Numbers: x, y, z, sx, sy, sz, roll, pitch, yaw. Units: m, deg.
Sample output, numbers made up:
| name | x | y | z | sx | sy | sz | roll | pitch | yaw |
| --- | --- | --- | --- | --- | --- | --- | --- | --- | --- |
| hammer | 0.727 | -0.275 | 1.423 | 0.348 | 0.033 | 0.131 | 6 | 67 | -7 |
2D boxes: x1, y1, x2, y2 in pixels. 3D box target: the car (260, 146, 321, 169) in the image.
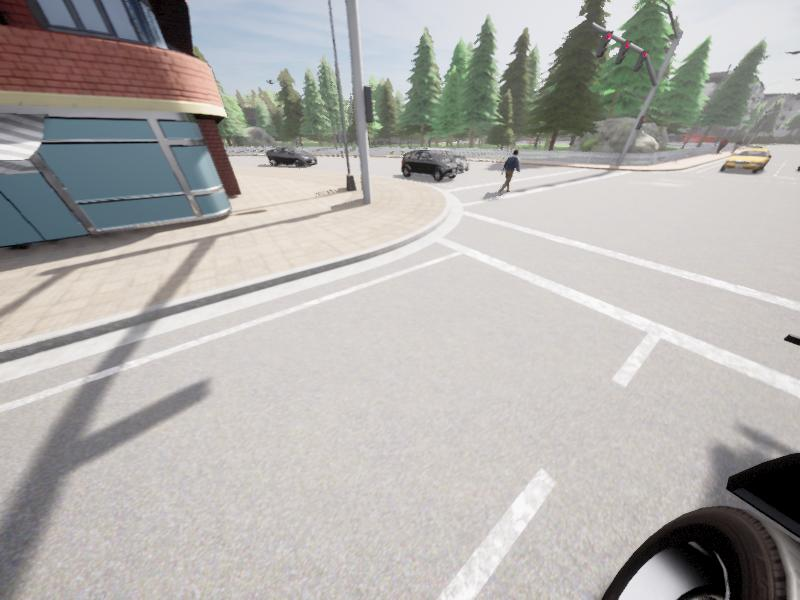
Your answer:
| name | x | y | z | sx | sy | sz | roll | pitch | yaw |
| --- | --- | --- | --- | --- | --- | --- | --- | --- | --- |
| car | -9.835 | -12.965 | 20.944 | 4.514 | 1.525 | 2.007 | 12 | 37 | 16 |

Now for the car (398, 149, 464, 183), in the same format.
| name | x | y | z | sx | sy | sz | roll | pitch | yaw |
| --- | --- | --- | --- | --- | --- | --- | --- | --- | --- |
| car | 1.846 | -8.585 | 14.639 | 3.705 | 1.549 | 1.789 | 28 | 44 | 34 |

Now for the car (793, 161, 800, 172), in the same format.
| name | x | y | z | sx | sy | sz | roll | pitch | yaw |
| --- | --- | --- | --- | --- | --- | --- | --- | --- | --- |
| car | 32.417 | -10.614 | 17.494 | 4.792 | 1.488 | 2.163 | -22 | 41 | -28 |

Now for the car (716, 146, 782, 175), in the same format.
| name | x | y | z | sx | sy | sz | roll | pitch | yaw |
| --- | --- | --- | --- | --- | --- | --- | --- | --- | --- |
| car | 26.651 | -10.743 | 17.626 | 5.366 | 1.575 | 1.801 | -21 | 40 | -27 |

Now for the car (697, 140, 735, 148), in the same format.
| name | x | y | z | sx | sy | sz | roll | pitch | yaw |
| --- | --- | --- | --- | --- | --- | --- | --- | --- | --- |
| car | 73.448 | -36.356 | 53.799 | 2.128 | 1.511 | 4.902 | -21 | 40 | -27 |

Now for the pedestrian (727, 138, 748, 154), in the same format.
| name | x | y | z | sx | sy | sz | roll | pitch | yaw |
| --- | --- | --- | --- | --- | --- | --- | --- | --- | --- |
| pedestrian | 47.687 | -21.810 | 32.650 | 0.751 | 1.860 | 0.751 | -19 | 39 | -24 |

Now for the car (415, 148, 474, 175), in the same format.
| name | x | y | z | sx | sy | sz | roll | pitch | yaw |
| --- | --- | --- | --- | --- | --- | --- | --- | --- | --- |
| car | 3.279 | -10.540 | 17.469 | 3.806 | 1.475 | 1.970 | 26 | 43 | 32 |

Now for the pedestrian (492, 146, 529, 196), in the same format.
| name | x | y | z | sx | sy | sz | roll | pitch | yaw |
| --- | --- | --- | --- | --- | --- | --- | --- | --- | --- |
| pedestrian | 4.860 | -5.703 | 10.225 | 0.751 | 1.860 | 0.751 | -20 | 40 | -25 |

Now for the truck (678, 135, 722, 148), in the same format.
| name | x | y | z | sx | sy | sz | roll | pitch | yaw |
| --- | --- | --- | --- | --- | --- | --- | --- | --- | --- |
| truck | 69.285 | -36.733 | 53.465 | 2.627 | 2.467 | 5.204 | -21 | 40 | -27 |

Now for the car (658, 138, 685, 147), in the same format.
| name | x | y | z | sx | sy | sz | roll | pitch | yaw |
| --- | --- | --- | --- | --- | --- | --- | --- | --- | --- |
| car | 69.183 | -40.228 | 58.938 | 1.905 | 1.878 | 3.866 | -21 | 40 | -27 |

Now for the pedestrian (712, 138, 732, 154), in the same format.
| name | x | y | z | sx | sy | sz | roll | pitch | yaw |
| --- | --- | --- | --- | --- | --- | --- | --- | --- | --- |
| pedestrian | 44.111 | -21.103 | 31.670 | 0.751 | 1.860 | 0.751 | -22 | 40 | -27 |
